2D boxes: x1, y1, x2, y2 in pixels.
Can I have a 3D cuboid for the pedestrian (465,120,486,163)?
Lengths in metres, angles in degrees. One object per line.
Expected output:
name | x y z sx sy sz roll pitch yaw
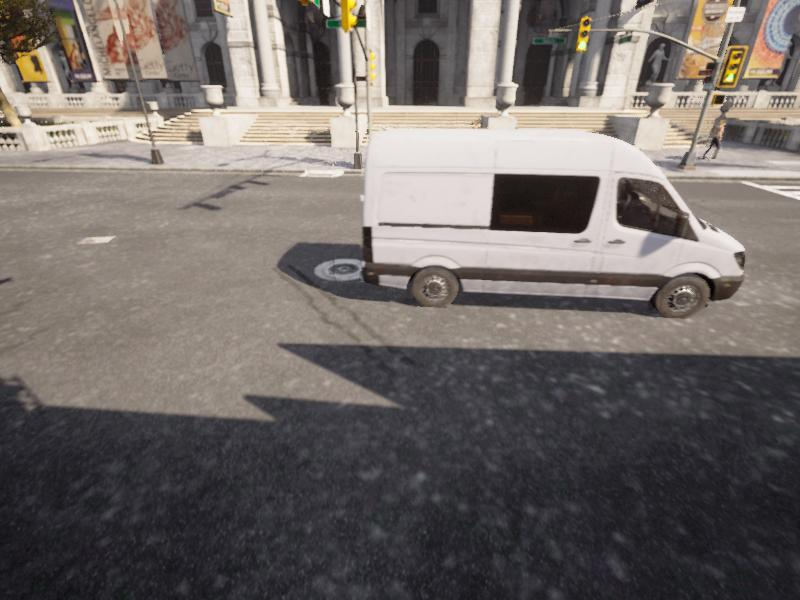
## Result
pedestrian | 3.547 -7.484 18.893 0.751 1.860 0.751 2 27 5

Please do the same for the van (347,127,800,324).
van | 2.342 -1.351 6.532 5.915 2.561 1.988 2 27 5

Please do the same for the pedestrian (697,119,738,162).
pedestrian | 15.279 -7.711 19.302 0.751 1.860 0.751 -2 27 -3
